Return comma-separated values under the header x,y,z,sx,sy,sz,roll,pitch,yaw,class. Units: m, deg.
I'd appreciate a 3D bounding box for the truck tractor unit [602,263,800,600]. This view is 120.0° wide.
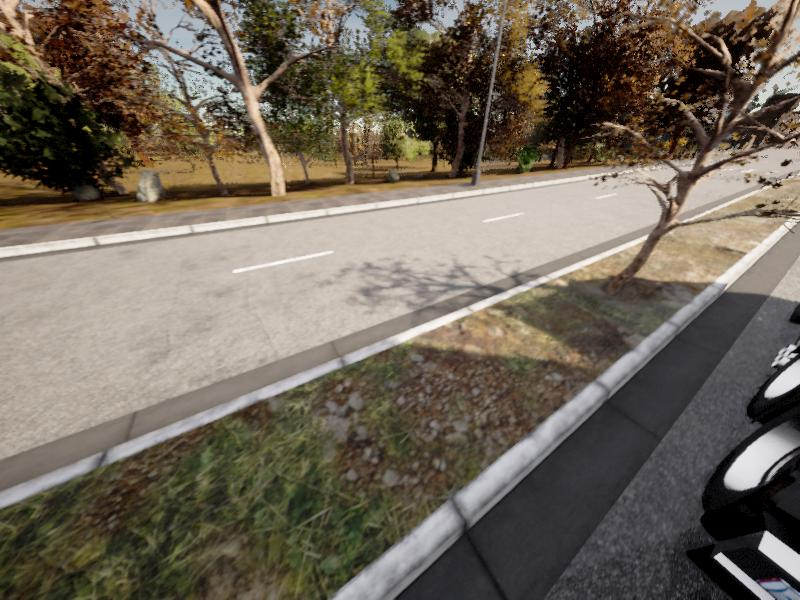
x,y,z,sx,sy,sz,roll,pitch,yaw,class
5.109,-0.304,0.785,6.516,4.208,3.053,-18,39,-24,truck tractor unit
